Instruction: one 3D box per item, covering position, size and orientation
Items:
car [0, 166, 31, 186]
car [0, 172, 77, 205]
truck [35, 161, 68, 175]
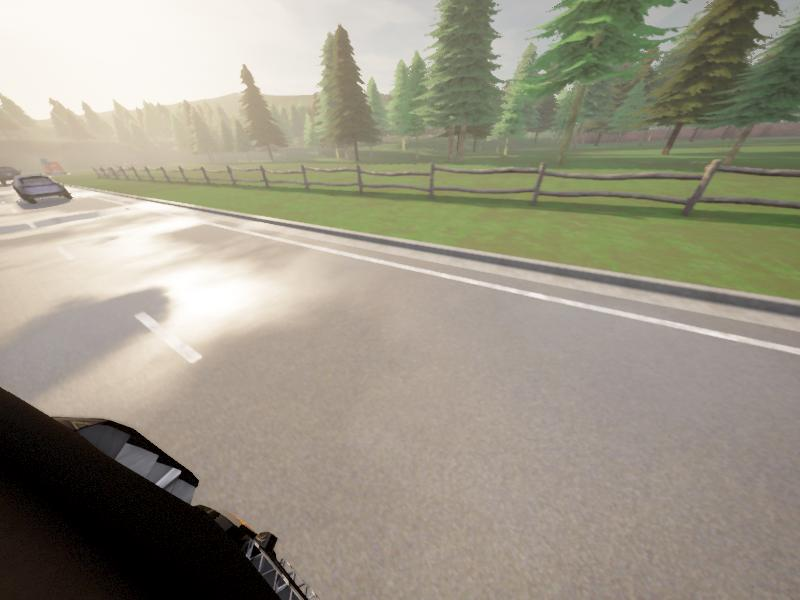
[{"bbox_3d":[-53.731,-17.153,31.785,5.566,2.045,2.150,18,39,28],"label":"car"},{"bbox_3d":[-25.304,-7.887,16.152,4.856,1.649,2.033,17,39,27],"label":"car"},{"bbox_3d":[-77.052,-29.200,51.147,5.204,2.467,2.627,16,38,26],"label":"truck"}]
